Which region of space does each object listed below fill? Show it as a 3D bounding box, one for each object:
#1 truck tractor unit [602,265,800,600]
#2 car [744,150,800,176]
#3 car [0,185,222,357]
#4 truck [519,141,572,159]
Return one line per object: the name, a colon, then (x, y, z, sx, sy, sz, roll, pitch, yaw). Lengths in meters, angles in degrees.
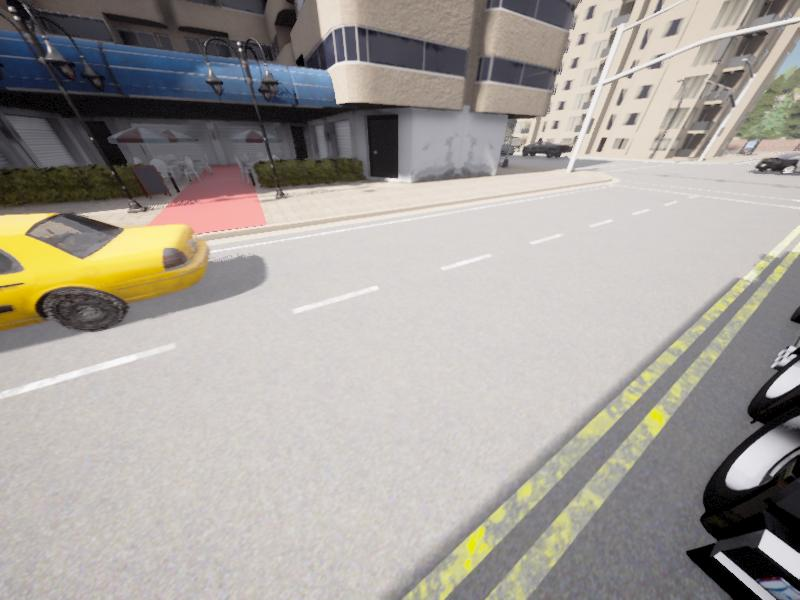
truck tractor unit: (5.116, -0.292, 0.792, 6.516, 4.208, 3.053, -18, 39, -24)
car: (32.486, -10.976, 18.503, 5.238, 1.638, 1.930, 7, 36, 10)
car: (-5.845, -0.268, 2.962, 5.366, 1.575, 1.801, -18, 39, -24)
truck: (21.979, -23.061, 35.380, 2.390, 2.098, 6.274, -18, 39, -25)
